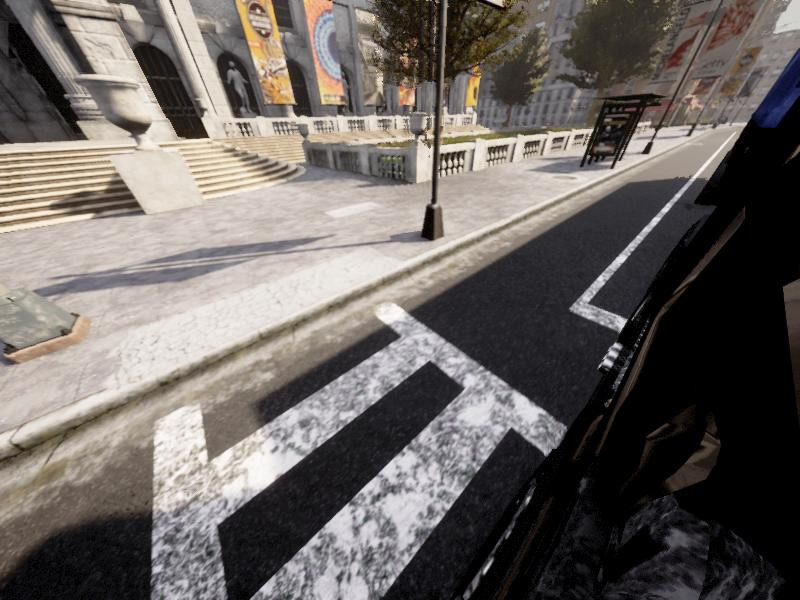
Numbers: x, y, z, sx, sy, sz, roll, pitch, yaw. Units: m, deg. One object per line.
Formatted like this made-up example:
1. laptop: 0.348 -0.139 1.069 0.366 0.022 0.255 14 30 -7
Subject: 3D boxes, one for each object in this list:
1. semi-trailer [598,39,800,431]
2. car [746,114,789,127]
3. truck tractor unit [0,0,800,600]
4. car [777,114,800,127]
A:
1. semi-trailer: 8.673 -3.622 4.252 14.254 4.402 2.717 -28 44 -30
2. car: 58.763 -28.675 37.001 4.674 1.452 2.002 -14 38 -15
3. truck tractor unit: 2.645 -0.295 0.351 6.516 4.208 3.053 -28 44 -30
4. car: 59.873 -26.976 34.716 3.806 1.475 1.970 -15 39 -16
